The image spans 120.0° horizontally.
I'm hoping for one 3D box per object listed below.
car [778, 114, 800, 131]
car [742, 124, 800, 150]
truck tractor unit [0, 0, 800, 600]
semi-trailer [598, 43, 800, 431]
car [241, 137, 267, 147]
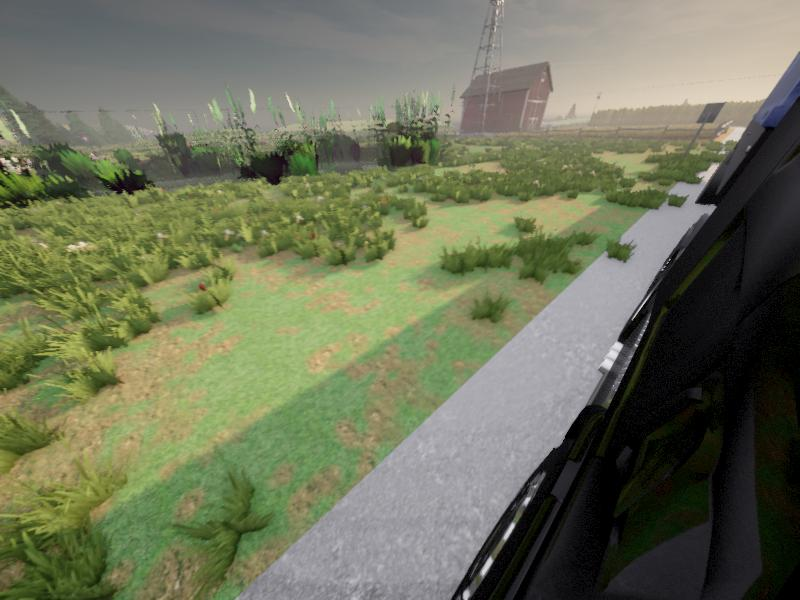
[{"bbox_3d":[52.701,-23.465,30.475,4.611,1.667,2.242,-28,44,-30],"label":"car"},{"bbox_3d":[28.051,-12.196,17.193,1.895,1.301,4.718,25,45,32],"label":"car"},{"bbox_3d":[2.645,-0.295,0.351,6.516,4.208,3.053,-28,44,-30],"label":"truck tractor unit"},{"bbox_3d":[8.691,-3.601,4.249,14.254,4.402,2.717,-28,44,-30],"label":"semi-trailer"},{"bbox_3d":[-29.529,-31.993,46.760,3.806,1.475,1.970,-24,42,-26],"label":"car"}]
